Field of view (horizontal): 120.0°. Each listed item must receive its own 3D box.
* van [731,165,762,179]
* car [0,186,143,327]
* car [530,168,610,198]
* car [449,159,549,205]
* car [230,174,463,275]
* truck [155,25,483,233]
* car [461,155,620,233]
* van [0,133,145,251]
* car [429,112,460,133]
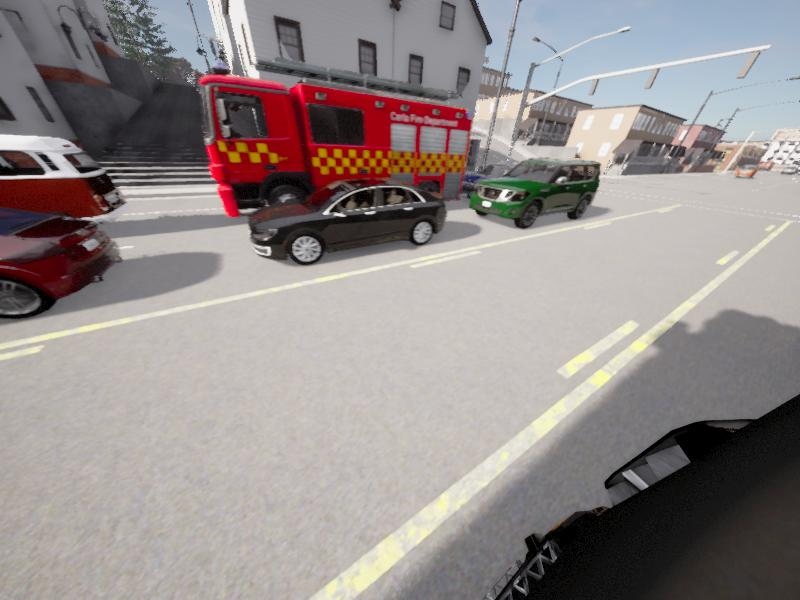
[{"bbox_3d":[60.719,-22.400,40.434,4.442,1.987,1.775,-16,38,-26],"label":"van"},{"bbox_3d":[-6.728,-0.451,2.866,4.181,1.385,1.994,-15,38,-25],"label":"car"},{"bbox_3d":[11.491,-7.985,15.559,5.357,1.411,2.033,-18,39,-28],"label":"car"},{"bbox_3d":[5.188,-6.317,12.205,4.553,1.767,2.097,-16,38,-26],"label":"car"},{"bbox_3d":[-1.033,-2.157,5.750,4.892,1.490,1.837,-16,38,-26],"label":"car"},{"bbox_3d":[-1.626,-5.188,8.156,8.468,3.827,2.891,-16,38,-26],"label":"truck"},{"bbox_3d":[5.336,-4.219,8.835,5.566,2.045,2.150,-16,38,-26],"label":"car"},{"bbox_3d":[-9.190,-2.273,4.810,4.480,2.038,2.069,-16,38,-26],"label":"van"},{"bbox_3d":[7.059,-28.635,37.226,1.882,1.535,5.008,-17,52,-27],"label":"car"}]
